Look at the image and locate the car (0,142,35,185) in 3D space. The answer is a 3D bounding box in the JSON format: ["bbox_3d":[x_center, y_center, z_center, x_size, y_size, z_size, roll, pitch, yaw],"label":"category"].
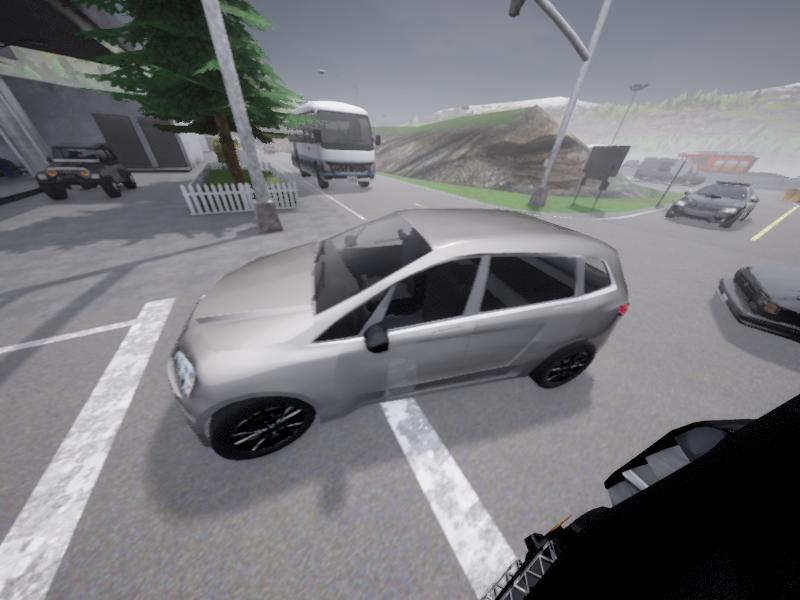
[{"bbox_3d":[-20.461,-6.178,10.512,2.242,1.667,4.611,-16,38,-27],"label":"car"}]

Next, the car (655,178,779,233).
[{"bbox_3d":[13.859,-4.283,10.088,4.974,1.542,2.038,-16,38,-27],"label":"car"}]

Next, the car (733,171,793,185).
[{"bbox_3d":[57.259,-19.398,36.580,1.837,1.490,4.892,-16,38,-26],"label":"car"}]

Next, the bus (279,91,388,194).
[{"bbox_3d":[-5.016,-10.650,16.000,3.944,4.253,10.273,-16,38,-26],"label":"bus"}]

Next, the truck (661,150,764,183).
[{"bbox_3d":[48.658,-21.210,36.513,2.891,3.827,8.468,-16,38,-26],"label":"truck"}]

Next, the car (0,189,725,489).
[{"bbox_3d":[0.183,-0.121,2.717,4.611,1.667,2.242,-5,34,-15],"label":"car"}]

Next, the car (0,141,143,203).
[{"bbox_3d":[-13.377,-5.593,9.903,1.905,1.878,3.866,-16,38,-27],"label":"car"}]

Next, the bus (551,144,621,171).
[{"bbox_3d":[39.209,-30.586,49.407,3.944,4.253,10.273,-16,38,-26],"label":"bus"}]

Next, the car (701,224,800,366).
[{"bbox_3d":[7.646,0.705,2.374,5.357,1.411,2.033,29,41,33],"label":"car"}]

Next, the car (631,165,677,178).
[{"bbox_3d":[42.990,-21.929,39.238,1.837,1.490,4.892,-16,38,-26],"label":"car"}]

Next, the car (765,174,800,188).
[{"bbox_3d":[56.198,-16.549,32.328,2.033,1.411,5.357,-16,38,-26],"label":"car"}]

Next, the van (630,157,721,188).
[{"bbox_3d":[31.246,-14.733,26.576,1.988,2.561,5.915,-16,38,-26],"label":"van"}]

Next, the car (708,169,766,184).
[{"bbox_3d":[53.150,-19.605,36.562,2.128,1.511,4.902,-16,38,-26],"label":"car"}]

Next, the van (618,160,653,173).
[{"bbox_3d":[48.948,-27.809,48.077,1.775,1.987,4.442,-16,38,-26],"label":"van"}]

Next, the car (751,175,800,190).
[{"bbox_3d":[49.790,-15.134,29.781,1.895,1.301,4.718,-16,38,-26],"label":"car"}]
